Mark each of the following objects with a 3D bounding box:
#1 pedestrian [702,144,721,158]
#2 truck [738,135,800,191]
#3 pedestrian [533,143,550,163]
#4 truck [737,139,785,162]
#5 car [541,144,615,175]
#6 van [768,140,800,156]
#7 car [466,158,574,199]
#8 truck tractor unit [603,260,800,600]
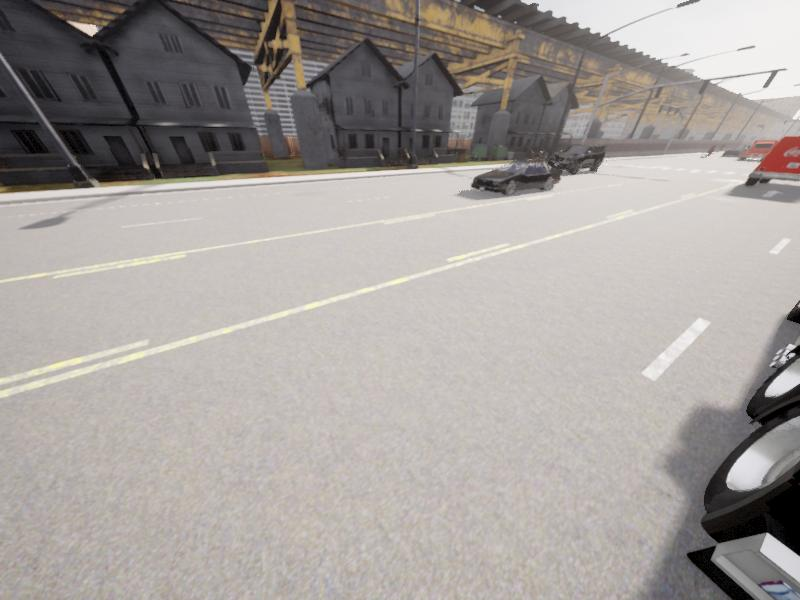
[{"bbox_3d":[50.199,-24.056,37.278,0.751,1.860,0.751,-3,35,-4],"label":"pedestrian"},{"bbox_3d":[23.283,-7.936,13.377,5.204,2.467,2.627,-16,38,-25],"label":"truck"},{"bbox_3d":[15.722,-16.363,25.690,0.751,1.860,0.751,-21,40,-28],"label":"pedestrian"},{"bbox_3d":[50.487,-20.987,32.398,5.204,2.467,2.627,-23,41,-30],"label":"truck"},{"bbox_3d":[14.961,-11.926,19.460,5.566,2.045,2.150,-18,39,-24],"label":"car"},{"bbox_3d":[73.408,-28.782,43.795,6.366,2.431,2.351,-18,39,-24],"label":"van"},{"bbox_3d":[6.343,-6.535,12.216,5.357,1.411,2.033,-18,39,-24],"label":"car"},{"bbox_3d":[5.103,-0.309,0.792,6.516,4.208,3.053,-19,39,-24],"label":"truck tractor unit"}]
